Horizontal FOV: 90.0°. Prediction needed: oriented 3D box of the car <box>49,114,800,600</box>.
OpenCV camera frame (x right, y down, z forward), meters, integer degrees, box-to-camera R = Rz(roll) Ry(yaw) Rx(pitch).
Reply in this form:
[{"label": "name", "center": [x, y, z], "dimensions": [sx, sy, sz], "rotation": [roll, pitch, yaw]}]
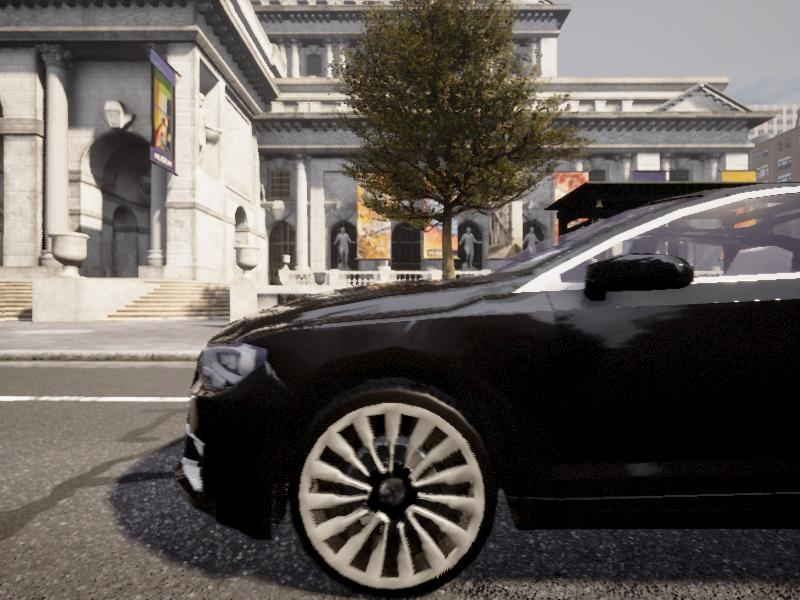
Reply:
[{"label": "car", "center": [1.461, 0.237, 2.176], "dimensions": [4.902, 1.511, 2.128], "rotation": [0, 0, 1]}]
